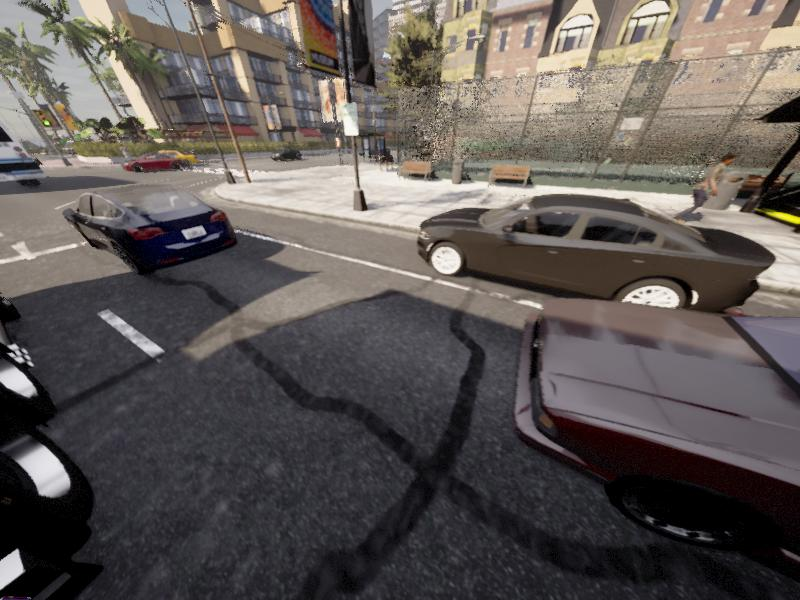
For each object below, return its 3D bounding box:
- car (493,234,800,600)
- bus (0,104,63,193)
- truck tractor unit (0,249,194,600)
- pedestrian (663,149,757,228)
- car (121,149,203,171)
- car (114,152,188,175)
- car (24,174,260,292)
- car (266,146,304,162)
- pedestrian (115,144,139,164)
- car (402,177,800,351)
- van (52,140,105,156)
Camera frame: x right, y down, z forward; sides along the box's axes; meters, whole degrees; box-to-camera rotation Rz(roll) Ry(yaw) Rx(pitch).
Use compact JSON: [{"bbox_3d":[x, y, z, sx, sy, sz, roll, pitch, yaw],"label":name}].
[{"bbox_3d":[3.626,1.053,1.249,5.357,1.411,2.033,17,38,23],"label":"car"},{"bbox_3d":[-26.010,-9.005,13.447,10.273,4.253,3.944,17,38,23],"label":"bus"},{"bbox_3d":[-5.084,-0.327,0.815,6.516,4.208,3.053,19,39,25],"label":"truck tractor unit"},{"bbox_3d":[8.517,-3.113,6.492,0.751,1.860,0.751,27,43,33],"label":"pedestrian"},{"bbox_3d":[-23.909,-14.377,23.503,1.801,1.575,5.366,22,41,29],"label":"car"},{"bbox_3d":[-22.170,-12.344,20.749,1.994,1.385,4.181,27,43,33],"label":"car"},{"bbox_3d":[-6.127,-1.966,5.592,4.792,1.488,2.163,18,39,24],"label":"car"},{"bbox_3d":[-15.016,-19.197,30.354,1.851,1.617,3.988,16,38,23],"label":"car"},{"bbox_3d":[-30.286,-16.216,25.646,0.751,1.860,0.751,5,35,8],"label":"pedestrian"},{"bbox_3d":[2.742,-1.149,4.300,5.008,1.535,2.097,17,38,23],"label":"car"},{"bbox_3d":[-64.127,-30.618,46.347,1.988,2.561,5.915,-1,35,-1],"label":"van"}]
